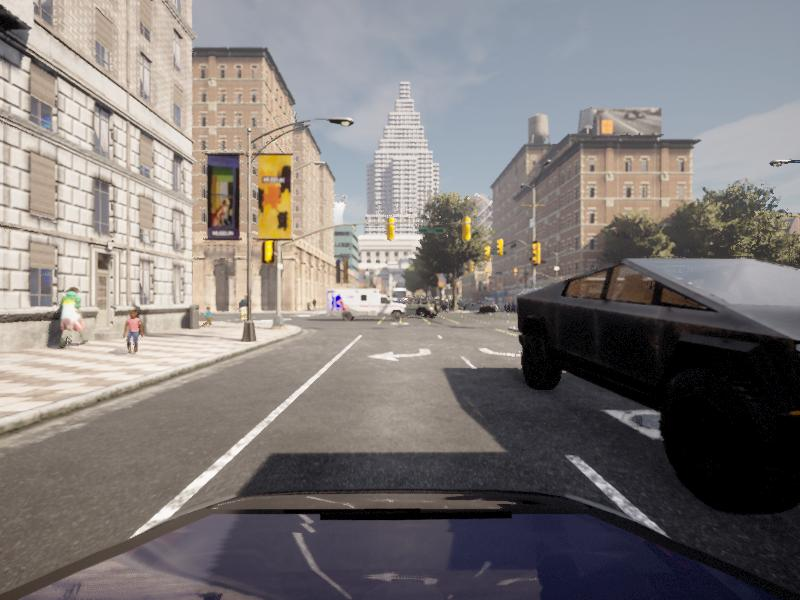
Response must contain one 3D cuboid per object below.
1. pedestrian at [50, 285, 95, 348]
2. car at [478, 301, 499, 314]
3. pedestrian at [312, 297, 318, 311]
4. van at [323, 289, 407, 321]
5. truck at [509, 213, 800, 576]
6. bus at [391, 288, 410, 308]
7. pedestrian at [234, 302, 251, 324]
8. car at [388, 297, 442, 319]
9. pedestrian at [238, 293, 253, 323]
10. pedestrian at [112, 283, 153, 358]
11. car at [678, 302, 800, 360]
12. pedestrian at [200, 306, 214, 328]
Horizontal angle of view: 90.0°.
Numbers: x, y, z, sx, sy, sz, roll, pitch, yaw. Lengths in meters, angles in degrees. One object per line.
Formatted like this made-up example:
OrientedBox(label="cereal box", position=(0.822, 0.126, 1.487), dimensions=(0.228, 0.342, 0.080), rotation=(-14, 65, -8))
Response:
OrientedBox(label="pedestrian", position=(-9.931, 0.498, 12.166), dimensions=(0.751, 1.860, 0.751), rotation=(0, 0, -2))
OrientedBox(label="car", position=(10.880, 0.878, 49.131), dimensions=(2.038, 1.542, 4.974), rotation=(0, 0, 18))
OrientedBox(label="pedestrian", position=(-11.977, 0.543, 56.339), dimensions=(0.751, 1.860, 0.751), rotation=(0, 0, -5))
OrientedBox(label="van", position=(-2.674, 0.411, 31.551), dimensions=(6.366, 2.431, 2.351), rotation=(0, 0, 0))
OrientedBox(label="truck", position=(3.500, 0.549, 5.290), dimensions=(2.390, 2.098, 6.274), rotation=(0, 0, 0))
OrientedBox(label="bus", position=(0.069, -0.446, 91.141), dimensions=(3.944, 4.253, 10.273), rotation=(0, 0, 0))
OrientedBox(label="pedestrian", position=(-9.764, 0.791, 24.805), dimensions=(0.751, 1.300, 0.751), rotation=(0, 0, -38))
OrientedBox(label="car", position=(1.321, 0.693, 36.285), dimensions=(4.605, 1.855, 1.932), rotation=(1, 0, 34))
OrientedBox(label="pedestrian", position=(-10.026, 0.512, 25.967), dimensions=(0.751, 1.860, 0.751), rotation=(0, 0, -4))
OrientedBox(label="pedestrian", position=(-6.941, 0.497, 10.404), dimensions=(0.751, 1.860, 0.751), rotation=(0, 0, -22))
OrientedBox(label="car", position=(11.494, 0.842, 12.864), dimensions=(2.007, 1.525, 4.514), rotation=(0, 0, 0))
OrientedBox(label="pedestrian", position=(-10.119, 0.887, 21.018), dimensions=(0.500, 1.100, 0.500), rotation=(0, 0, -1))
